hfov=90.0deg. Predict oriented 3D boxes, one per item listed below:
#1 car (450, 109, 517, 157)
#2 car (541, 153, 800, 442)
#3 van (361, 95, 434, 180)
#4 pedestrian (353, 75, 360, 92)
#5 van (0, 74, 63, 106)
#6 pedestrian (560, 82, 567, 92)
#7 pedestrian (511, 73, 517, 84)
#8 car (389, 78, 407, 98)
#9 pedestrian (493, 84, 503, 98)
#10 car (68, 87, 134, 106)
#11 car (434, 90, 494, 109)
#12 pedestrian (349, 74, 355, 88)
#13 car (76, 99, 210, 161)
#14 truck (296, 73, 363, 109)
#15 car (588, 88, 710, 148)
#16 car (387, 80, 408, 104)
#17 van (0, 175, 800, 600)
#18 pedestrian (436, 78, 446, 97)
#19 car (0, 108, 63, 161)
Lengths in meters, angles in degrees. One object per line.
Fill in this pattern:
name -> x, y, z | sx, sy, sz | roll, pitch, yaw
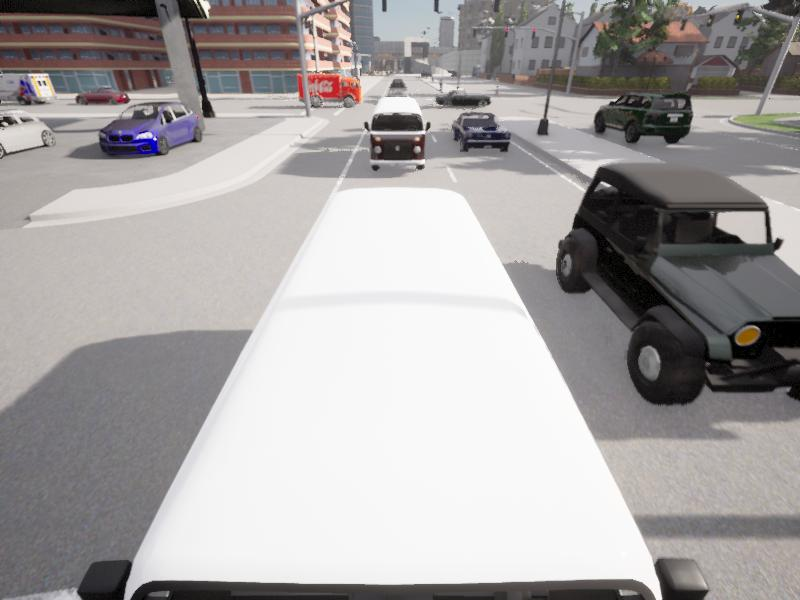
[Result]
car -> 3.400, -7.325, 17.259 | 1.895, 1.301, 4.718 | 0, 30, 0
car -> 3.460, -0.467, 4.933 | 1.905, 1.878, 3.866 | 0, 30, 0
van -> -0.084, -5.775, 13.855 | 2.069, 2.038, 4.480 | 0, 31, 0
pedestrian -> -5.550, -27.945, 51.636 | 0.751, 1.860, 0.751 | -1, 30, -2
van -> -34.766, -18.838, 35.839 | 6.366, 2.431, 2.351 | -1, 30, -1
pedestrian -> 20.853, -27.133, 51.000 | 0.500, 1.100, 0.500 | -1, 30, -2
pedestrian -> 20.792, -40.435, 73.011 | 0.751, 1.860, 0.751 | 0, 30, 0
car -> -0.237, -23.929, 45.095 | 1.932, 1.855, 4.605 | 0, 30, 0
pedestrian -> 10.694, -22.853, 43.780 | 0.751, 1.300, 0.751 | 2, 30, 3
car -> -26.996, -18.459, 36.240 | 4.181, 1.385, 1.994 | 0, 30, 0
car -> 5.286, -16.864, 33.583 | 4.718, 1.301, 1.895 | 0, 30, 1
pedestrian -> -7.131, -32.675, 59.729 | 0.751, 1.860, 0.751 | 0, 30, 1
car -> -9.804, -6.875, 15.884 | 2.242, 1.667, 4.611 | 0, 30, 0
truck -> -5.795, -17.564, 33.574 | 5.204, 2.467, 2.627 | -1, 30, -6
car -> 11.393, -8.780, 19.005 | 2.150, 2.045, 5.566 | 0, 30, 0
car -> -0.209, -20.285, 38.859 | 1.932, 1.855, 4.605 | 0, 30, 0
van -> -0.025, 0.627, 2.932 | 2.069, 2.038, 4.480 | 0, 30, 0
pedestrian -> 4.590, -23.765, 44.785 | 0.751, 1.860, 0.751 | 12, 32, 19
car -> -15.546, -6.339, 15.285 | 1.970, 1.475, 3.806 | 0, 30, 0
